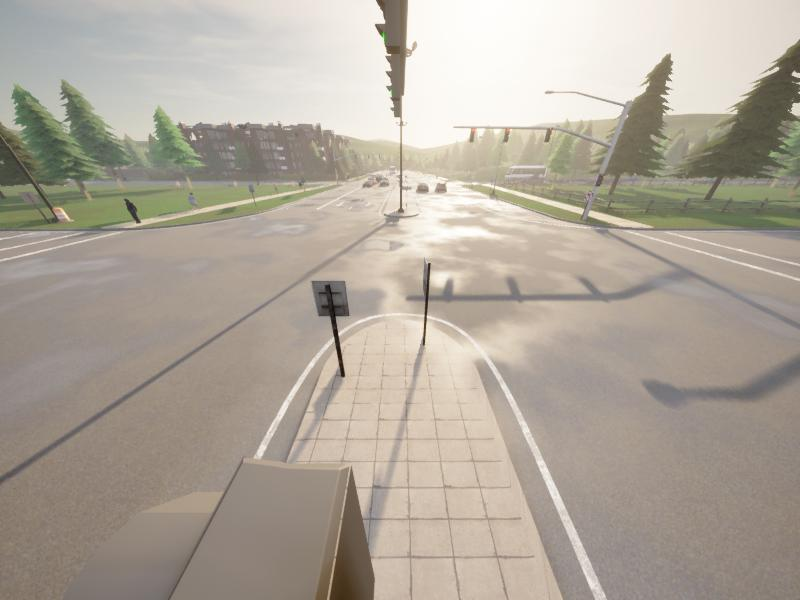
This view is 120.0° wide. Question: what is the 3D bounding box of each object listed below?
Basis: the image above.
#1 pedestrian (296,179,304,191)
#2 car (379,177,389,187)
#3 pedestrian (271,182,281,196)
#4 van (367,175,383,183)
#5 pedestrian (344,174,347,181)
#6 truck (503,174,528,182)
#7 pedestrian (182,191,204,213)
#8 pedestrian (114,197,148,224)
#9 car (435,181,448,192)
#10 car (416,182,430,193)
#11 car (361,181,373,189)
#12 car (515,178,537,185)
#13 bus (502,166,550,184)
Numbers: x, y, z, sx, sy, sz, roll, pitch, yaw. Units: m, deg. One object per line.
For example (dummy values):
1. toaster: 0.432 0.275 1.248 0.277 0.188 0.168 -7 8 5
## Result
1. pedestrian: -18.336 -21.030 42.317 0.751 1.860 0.751 2 30 3
2. car: -3.626 -27.339 53.588 1.905 1.878 3.866 0 30 0
3. pedestrian: -19.102 -17.147 35.592 0.751 1.860 0.751 2 30 4
4. van: -7.329 -35.212 67.107 4.442 1.987 1.775 0 30 0
5. pedestrian: -17.258 -38.865 73.209 0.751 1.860 0.751 6 30 10
6. truck: 34.976 -37.023 70.128 6.274 2.098 2.390 0 30 0
7. pedestrian: -20.027 -9.516 22.374 0.751 1.860 0.751 2 30 4
8. pedestrian: -20.618 -6.856 17.768 0.751 1.860 0.751 -2 30 -3
9. car: 7.802 -21.490 43.797 1.851 1.617 3.988 0 30 0
10. car: 4.297 -21.278 43.482 2.163 1.488 4.792 0 30 0
11. car: -7.147 -25.439 50.861 1.895 1.301 4.718 0 30 0
12. car: 33.306 -31.491 61.196 4.514 1.525 2.007 0 30 0
13. bus: 34.340 -34.393 63.423 10.273 4.253 3.944 0 30 0
